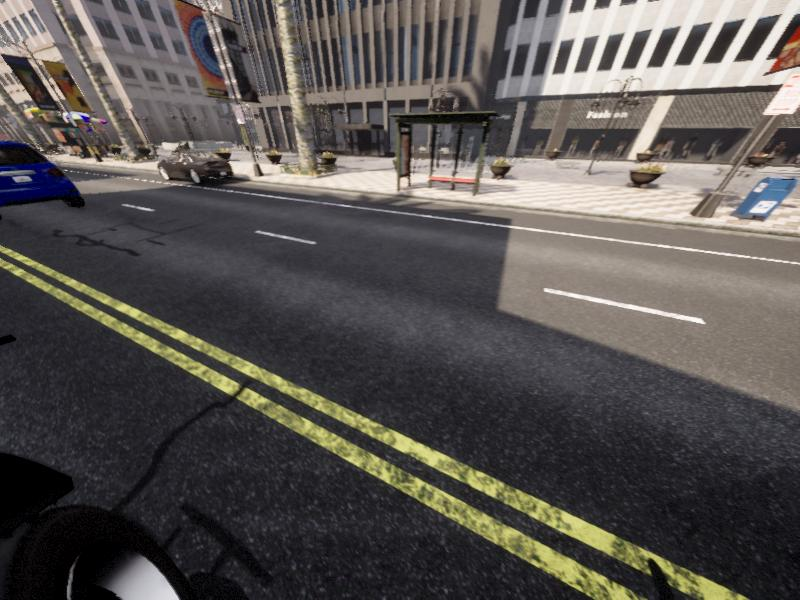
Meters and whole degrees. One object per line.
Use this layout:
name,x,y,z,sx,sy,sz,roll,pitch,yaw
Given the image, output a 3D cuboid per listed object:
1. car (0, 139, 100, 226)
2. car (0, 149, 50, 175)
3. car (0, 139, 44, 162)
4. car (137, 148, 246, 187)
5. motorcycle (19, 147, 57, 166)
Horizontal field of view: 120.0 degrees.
car,-13.899,-4.244,7.942,5.566,2.045,2.150,15,38,19
car,-27.526,-9.749,16.199,4.718,1.301,1.895,15,38,19
car,-38.621,-14.839,22.822,4.553,1.767,2.185,15,38,19
car,-11.803,-7.674,13.210,4.892,1.521,2.231,15,38,19
motorcycle,-31.967,-12.761,20.451,0.764,1.277,2.356,-23,41,-29
